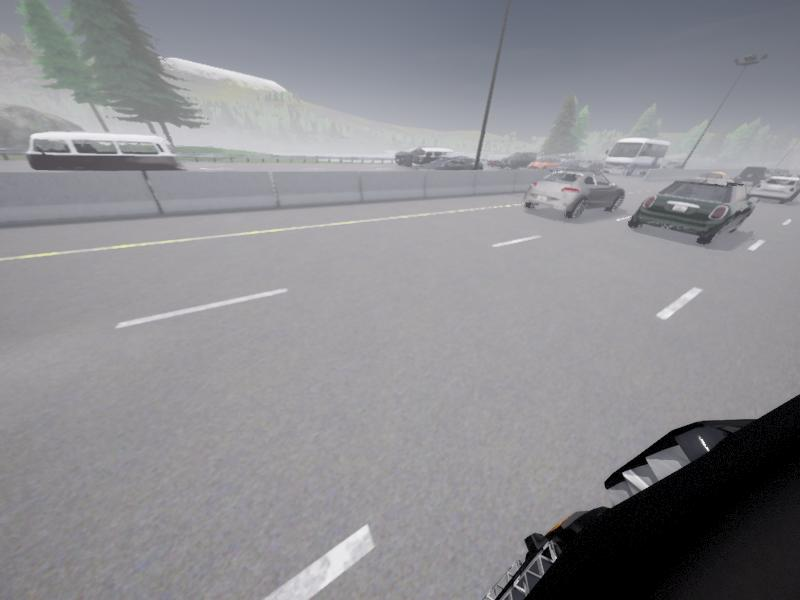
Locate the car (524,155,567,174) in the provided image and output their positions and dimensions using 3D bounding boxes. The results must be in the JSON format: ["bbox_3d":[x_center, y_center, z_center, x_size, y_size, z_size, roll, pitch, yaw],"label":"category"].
[{"bbox_3d":[18.058,-16.785,28.679,4.553,1.767,2.097,-16,38,-26],"label":"car"}]

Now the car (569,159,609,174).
[{"bbox_3d":[27.273,-19.354,33.374,5.027,1.651,2.152,-16,38,-26],"label":"car"}]

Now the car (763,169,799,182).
[{"bbox_3d":[60.873,-19.966,36.914,4.856,1.649,2.033,-16,38,-26],"label":"car"}]

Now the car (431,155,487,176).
[{"bbox_3d":[5.760,-13.158,22.553,4.974,1.542,2.038,-16,38,-26],"label":"car"}]

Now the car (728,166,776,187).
[{"bbox_3d":[40.038,-14.097,26.313,3.866,1.878,1.905,-16,38,-26],"label":"car"}]

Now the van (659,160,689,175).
[{"bbox_3d":[47.728,-23.101,40.230,4.442,1.987,1.775,-16,38,-26],"label":"van"}]

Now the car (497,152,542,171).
[{"bbox_3d":[15.983,-18.552,30.911,5.566,2.045,2.150,-16,38,-26],"label":"car"}]

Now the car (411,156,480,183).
[{"bbox_3d":[3.570,-10.267,18.099,4.902,1.511,2.128,-16,38,-26],"label":"car"}]

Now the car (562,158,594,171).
[{"bbox_3d":[29.087,-22.087,37.672,4.514,1.525,2.007,-16,38,-26],"label":"car"}]

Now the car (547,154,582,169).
[{"bbox_3d":[29.097,-24.555,40.881,5.566,2.045,2.150,-16,38,-26],"label":"car"}]

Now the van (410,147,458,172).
[{"bbox_3d":[3.630,-15.008,24.686,4.480,2.038,2.069,-16,38,-26],"label":"van"}]

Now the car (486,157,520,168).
[{"bbox_3d":[15.207,-20.275,34.095,4.718,1.301,1.895,-16,38,-26],"label":"car"}]

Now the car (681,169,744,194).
[{"bbox_3d":[26.439,-10.077,19.548,5.366,1.575,1.801,-16,38,-26],"label":"car"}]

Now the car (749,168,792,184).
[{"bbox_3d":[51.901,-17.405,32.361,4.611,1.667,2.242,-16,38,-26],"label":"car"}]

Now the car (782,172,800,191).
[{"bbox_3d":[43.886,-12.828,24.982,3.988,1.617,1.851,-16,38,-26],"label":"car"}]

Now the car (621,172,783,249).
[{"bbox_3d":[10.524,-3.353,8.104,4.553,1.767,2.097,-16,38,-26],"label":"car"}]

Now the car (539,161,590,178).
[{"bbox_3d":[18.232,-14.417,25.528,5.357,1.411,2.033,-16,38,-26],"label":"car"}]

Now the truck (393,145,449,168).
[{"bbox_3d":[2.492,-16.963,27.451,6.274,2.098,2.390,-16,38,-26],"label":"truck"}]

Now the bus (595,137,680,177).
[{"bbox_3d":[32.778,-19.670,31.920,10.273,4.253,3.944,-16,38,-26],"label":"bus"}]

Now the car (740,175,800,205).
[{"bbox_3d":[26.620,-7.832,16.313,3.806,1.475,1.970,-16,38,-26],"label":"car"}]

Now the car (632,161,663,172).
[{"bbox_3d":[45.741,-24.660,42.673,4.611,1.667,2.242,-16,38,-26],"label":"car"}]

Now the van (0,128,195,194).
[{"bbox_3d":[-12.239,-5.959,9.978,4.480,2.038,2.069,-16,38,-26],"label":"van"}]

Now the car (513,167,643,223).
[{"bbox_3d":[7.754,-4.747,10.115,5.027,1.651,2.152,-16,38,-26],"label":"car"}]
